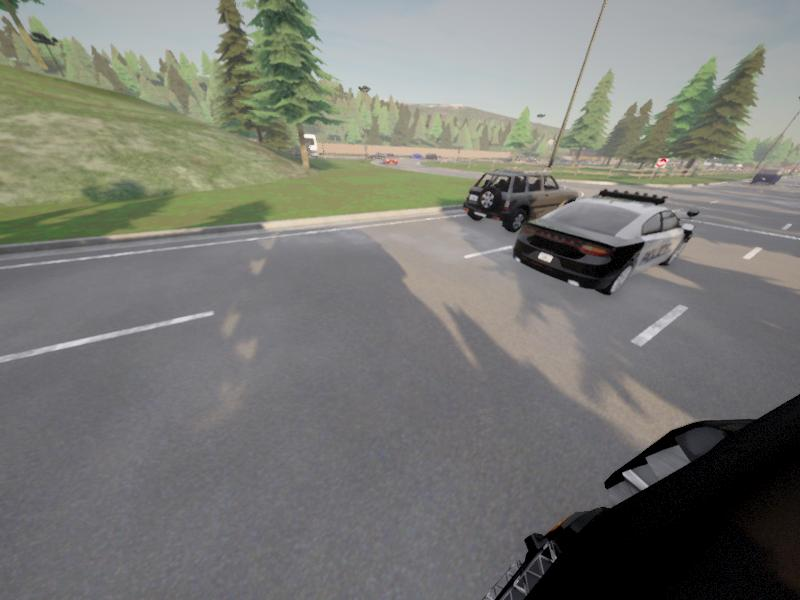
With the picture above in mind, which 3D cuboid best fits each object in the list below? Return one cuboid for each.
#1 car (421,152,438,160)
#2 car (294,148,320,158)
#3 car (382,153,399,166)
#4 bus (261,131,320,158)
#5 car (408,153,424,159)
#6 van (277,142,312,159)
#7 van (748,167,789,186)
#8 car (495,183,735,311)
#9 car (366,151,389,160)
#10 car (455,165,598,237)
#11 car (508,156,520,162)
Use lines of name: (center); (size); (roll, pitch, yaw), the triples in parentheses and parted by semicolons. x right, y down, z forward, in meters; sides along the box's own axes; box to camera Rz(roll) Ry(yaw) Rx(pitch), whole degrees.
car: (8.402, -40.970, 65.879); (4.605, 1.855, 1.932); (-16, 37, -26)
car: (-21.779, -34.451, 54.096); (5.027, 1.651, 2.152); (-16, 37, -26)
car: (-1.643, -23.617, 38.721); (2.242, 1.667, 4.611); (-4, 34, -9)
bus: (-23.096, -32.890, 49.189); (10.273, 4.253, 3.944); (-16, 37, -26)
car: (4.840, -44.188, 70.978); (4.514, 1.525, 2.007); (-16, 37, -26)
van: (-21.403, -30.540, 47.259); (5.915, 2.561, 1.988); (-16, 37, -26)
van: (49.047, -16.419, 30.721); (4.442, 1.987, 1.775); (-15, 37, -26)
car: (4.977, -1.605, 5.344); (5.238, 1.638, 1.930); (-16, 37, -26)
car: (-5.315, -34.754, 55.630); (5.238, 1.638, 1.930); (-17, 38, -25)
car: (4.569, -3.788, 8.456); (4.605, 1.855, 1.932); (-16, 37, -26)
car: (42.641, -52.941, 86.561); (3.866, 1.878, 1.905); (-16, 37, -26)
